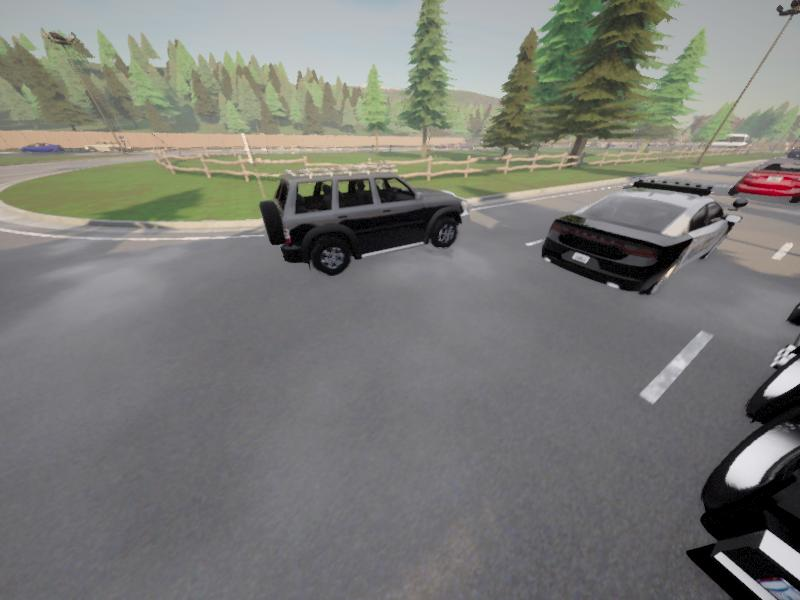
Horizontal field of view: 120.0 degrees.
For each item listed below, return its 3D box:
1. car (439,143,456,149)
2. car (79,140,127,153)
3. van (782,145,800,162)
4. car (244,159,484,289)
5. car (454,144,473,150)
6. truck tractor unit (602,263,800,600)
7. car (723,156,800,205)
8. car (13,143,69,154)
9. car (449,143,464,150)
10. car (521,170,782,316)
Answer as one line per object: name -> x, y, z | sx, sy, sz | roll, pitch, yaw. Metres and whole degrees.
car -> 14.524, -47.084, 70.662 | 4.792, 1.488, 2.163 | -18, 39, -25
car -> -52.943, -27.491, 41.360 | 4.605, 1.855, 1.932 | -18, 39, -25
van -> 58.488, -21.317, 33.616 | 4.442, 1.987, 1.775 | -18, 39, -24
car -> -0.617, -2.088, 5.372 | 4.605, 1.855, 1.932 | -18, 39, -25
car -> 18.071, -43.595, 65.740 | 5.357, 1.411, 2.033 | -18, 39, -25
truck tractor unit -> 5.115, -0.294, 0.789 | 6.516, 4.208, 3.053 | -18, 39, -24
car -> 19.214, -6.135, 11.603 | 4.611, 1.667, 2.242 | -18, 39, -24
car -> -59.408, -25.204, 38.365 | 4.514, 1.525, 2.007 | -18, 39, -25
car -> 16.686, -45.503, 68.365 | 3.988, 1.617, 1.851 | -18, 39, -25
car -> 5.412, -1.640, 5.005 | 5.238, 1.638, 1.930 | -18, 39, -24
